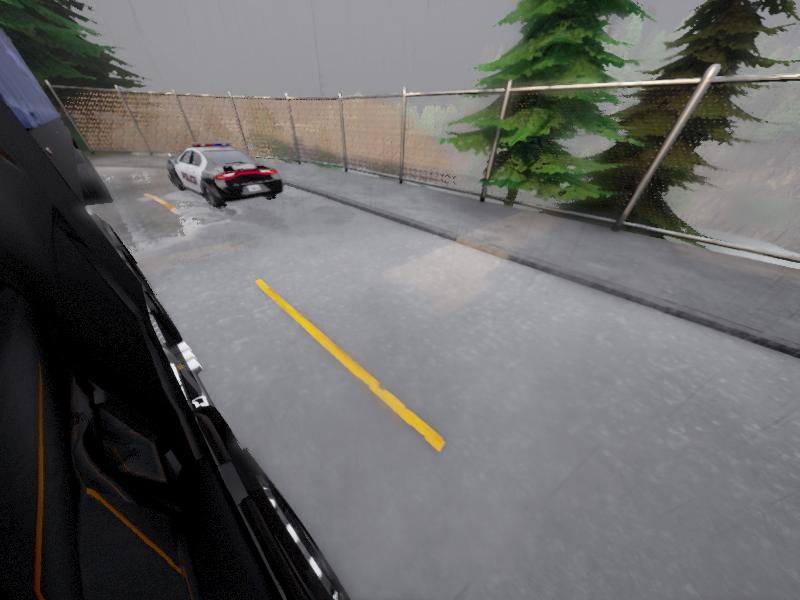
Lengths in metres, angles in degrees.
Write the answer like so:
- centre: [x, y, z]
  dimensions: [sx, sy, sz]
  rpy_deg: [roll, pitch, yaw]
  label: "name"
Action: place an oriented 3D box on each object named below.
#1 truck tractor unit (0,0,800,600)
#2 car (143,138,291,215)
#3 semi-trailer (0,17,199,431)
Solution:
- centre: [-2.645, -0.295, 0.351]
  dimensions: [6.516, 4.208, 3.053]
  rpy_deg: [28, 44, 30]
  label: "truck tractor unit"
- centre: [-6.258, -4.449, 7.901]
  dimensions: [4.974, 1.542, 2.038]
  rpy_deg: [26, 43, 28]
  label: "car"
- centre: [-8.578, -3.692, 4.331]
  dimensions: [14.254, 4.402, 2.717]
  rpy_deg: [30, 44, 31]
  label: "semi-trailer"
